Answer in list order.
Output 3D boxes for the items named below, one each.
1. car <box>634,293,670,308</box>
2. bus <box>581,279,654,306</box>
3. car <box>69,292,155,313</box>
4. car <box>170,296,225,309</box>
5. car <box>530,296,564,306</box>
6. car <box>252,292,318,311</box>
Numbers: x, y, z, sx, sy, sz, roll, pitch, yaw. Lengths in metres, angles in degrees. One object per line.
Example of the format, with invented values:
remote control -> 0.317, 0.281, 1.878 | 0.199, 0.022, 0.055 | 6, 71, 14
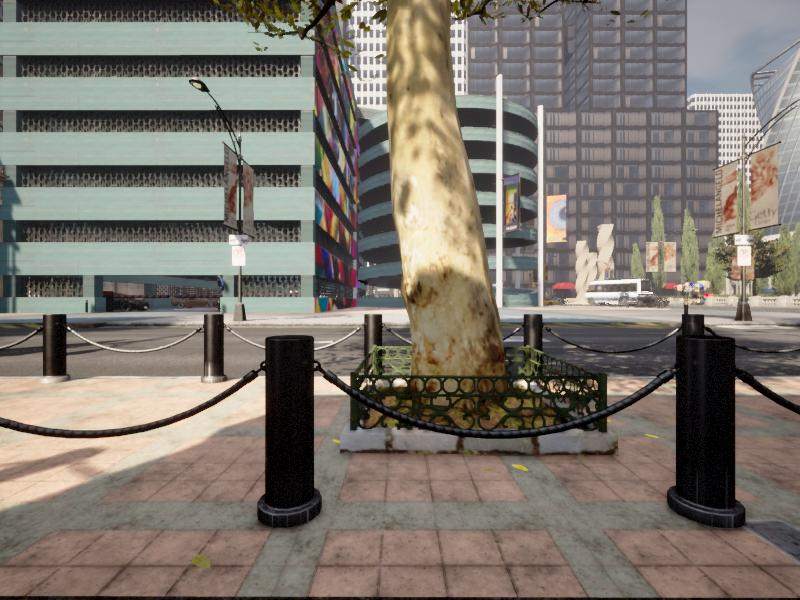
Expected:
car -> 32.923, 0.046, 52.464 | 1.905, 1.878, 3.866 | 0, 0, -9
bus -> 35.852, -1.139, 66.601 | 3.944, 4.253, 10.273 | 0, 0, -28
car -> -21.193, 0.157, 29.591 | 4.786, 1.482, 2.161 | 0, 0, 0
car -> -20.752, 0.207, 41.191 | 4.718, 1.301, 1.895 | 0, 0, 0
car -> 24.155, 0.220, 66.069 | 1.801, 1.575, 5.366 | 0, 0, -32
car -> -9.593, 0.117, 33.684 | 4.902, 1.511, 2.128 | 0, 0, 0
